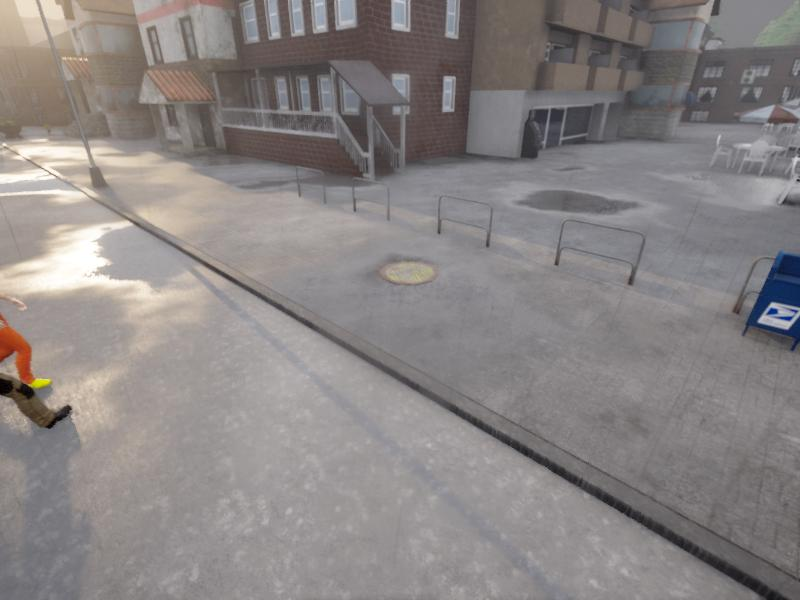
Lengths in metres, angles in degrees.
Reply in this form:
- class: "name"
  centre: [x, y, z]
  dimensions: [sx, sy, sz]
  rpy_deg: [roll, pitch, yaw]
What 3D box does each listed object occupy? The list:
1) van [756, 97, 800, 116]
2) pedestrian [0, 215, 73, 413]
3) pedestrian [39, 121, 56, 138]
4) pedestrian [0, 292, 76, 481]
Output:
- class: "van"
  centre: [57.282, -28.662, 59.092]
  dimensions: [6.366, 2.431, 2.351]
  rpy_deg: [23, 35, 37]
- class: "pedestrian"
  centre: [-4.250, 0.168, 4.176]
  dimensions: [0.751, 1.860, 0.751]
  rpy_deg: [-17, 32, -30]
- class: "pedestrian"
  centre: [-26.199, -12.699, 29.774]
  dimensions: [0.500, 1.100, 0.500]
  rpy_deg: [15, 31, 26]
- class: "pedestrian"
  centre: [-3.682, 0.580, 3.376]
  dimensions: [0.751, 1.860, 0.751]
  rpy_deg: [17, 32, 30]
